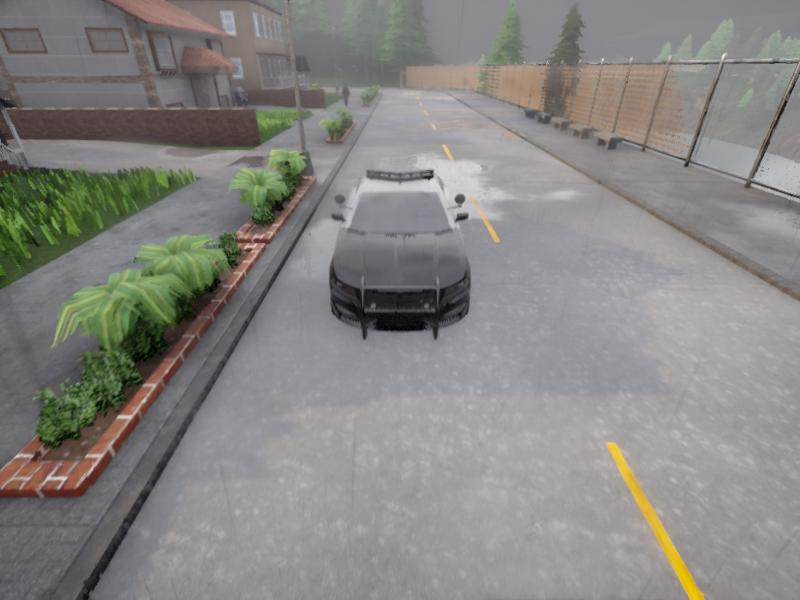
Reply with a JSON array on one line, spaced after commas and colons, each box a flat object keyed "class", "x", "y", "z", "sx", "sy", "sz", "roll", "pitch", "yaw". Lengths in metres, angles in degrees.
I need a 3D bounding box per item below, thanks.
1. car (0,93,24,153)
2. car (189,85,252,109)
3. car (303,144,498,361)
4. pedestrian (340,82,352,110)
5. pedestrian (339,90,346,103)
[{"class": "car", "x": -15.532, "y": -5.761, "z": 13.383, "sx": 1.905, "sy": 1.878, "sz": 3.866, "roll": 0, "pitch": 30, "yaw": 0}, {"class": "car", "x": -13.274, "y": -15.164, "z": 29.834, "sx": 3.633, "sy": 1.501, "sz": 1.845, "roll": 0, "pitch": 30, "yaw": 0}, {"class": "car", "x": 0.002, "y": -1.294, "z": 6.630, "sx": 1.930, "sy": 1.638, "sz": 5.238, "roll": 0, "pitch": 30, "yaw": 0}, {"class": "pedestrian", "x": -4.217, "y": -15.929, "z": 31.261, "sx": 0.751, "sy": 1.860, "sz": 0.751, "roll": -1, "pitch": 30, "yaw": -1}, {"class": "pedestrian", "x": -5.296, "y": -18.674, "z": 36.723, "sx": 0.500, "sy": 1.100, "sz": 0.500, "roll": 0, "pitch": 30, "yaw": 1}]
